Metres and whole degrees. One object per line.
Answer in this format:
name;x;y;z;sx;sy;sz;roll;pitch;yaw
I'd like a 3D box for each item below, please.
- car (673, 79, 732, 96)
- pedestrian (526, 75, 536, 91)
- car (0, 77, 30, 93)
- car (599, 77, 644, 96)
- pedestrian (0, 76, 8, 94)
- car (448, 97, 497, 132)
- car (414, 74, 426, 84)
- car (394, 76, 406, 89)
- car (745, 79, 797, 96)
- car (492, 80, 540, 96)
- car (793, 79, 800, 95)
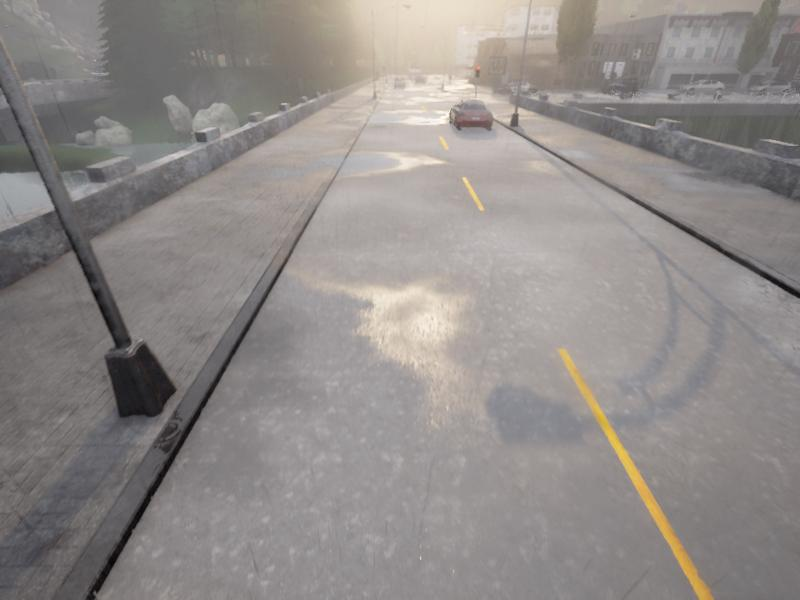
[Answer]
car;36.040;-25.411;47.798;5.027;1.651;2.152;0;30;0
pedestrian;17.302;-28.714;52.927;0.751;1.860;0.751;-3;30;-4
car;-53.518;-29.156;54.151;1.930;1.638;5.238;0;31;0
car;26.342;-25.525;47.727;3.866;1.878;1.905;0;30;0
pedestrian;-48.243;-25.830;48.001;0.751;1.860;0.751;0;30;0
car;4.012;-10.642;22.813;1.994;1.385;4.181;0;30;0
car;4.026;-44.772;80.953;2.038;1.542;4.974;0;31;0
car;-0.029;-34.156;62.739;1.851;1.617;3.988;0;30;0
car;44.248;-25.409;47.812;3.988;1.617;1.851;0;30;0
car;13.751;-25.345;47.767;4.974;1.542;2.038;-1;30;-1
car;50.187;-25.409;47.813;3.988;1.617;1.851;0;30;0
